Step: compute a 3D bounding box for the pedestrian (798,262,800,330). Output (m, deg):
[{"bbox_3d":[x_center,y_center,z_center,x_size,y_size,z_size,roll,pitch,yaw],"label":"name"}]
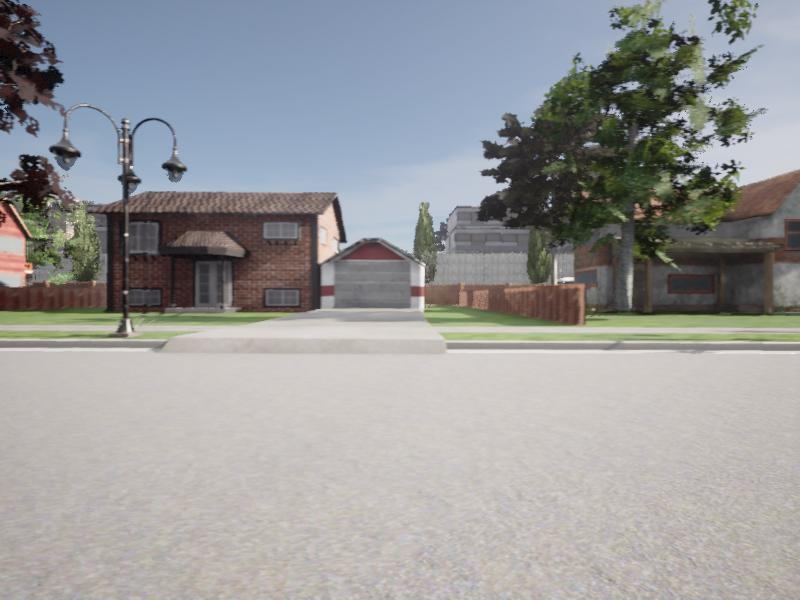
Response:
[{"bbox_3d":[11.323,-0.099,10.632,0.751,1.860,0.751,0,0,-3],"label":"pedestrian"}]
